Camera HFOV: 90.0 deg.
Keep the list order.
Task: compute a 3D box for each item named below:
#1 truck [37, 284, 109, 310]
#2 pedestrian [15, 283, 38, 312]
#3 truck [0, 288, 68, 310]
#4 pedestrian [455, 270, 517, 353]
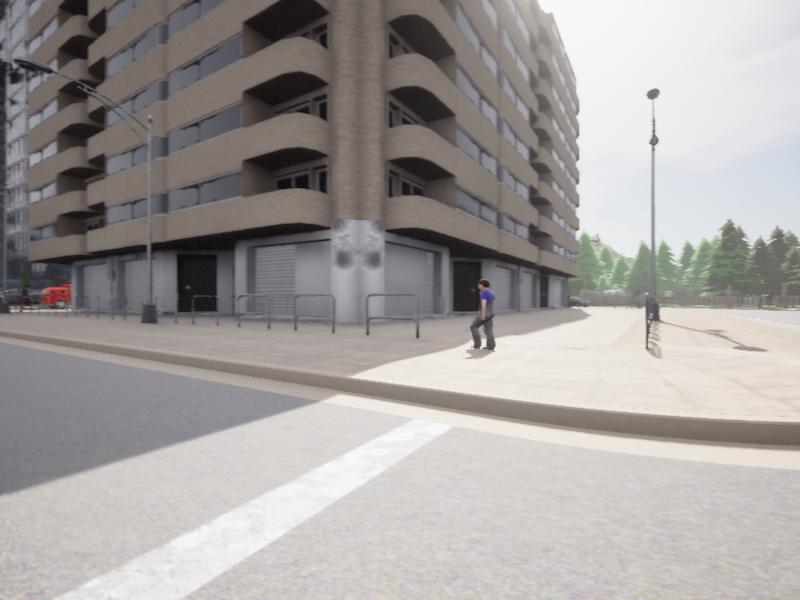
[{"bbox_3d":[-33.294,-0.292,40.893,2.627,2.467,5.204,0,0,33],"label":"truck"},{"bbox_3d":[-23.968,-0.150,25.671,0.751,1.860,0.751,0,0,1],"label":"pedestrian"},{"bbox_3d":[-37.838,-0.116,40.323,2.390,2.098,6.274,0,0,33],"label":"truck"},{"bbox_3d":[1.463,0.185,6.828,0.751,1.300,0.751,0,0,44],"label":"pedestrian"}]
